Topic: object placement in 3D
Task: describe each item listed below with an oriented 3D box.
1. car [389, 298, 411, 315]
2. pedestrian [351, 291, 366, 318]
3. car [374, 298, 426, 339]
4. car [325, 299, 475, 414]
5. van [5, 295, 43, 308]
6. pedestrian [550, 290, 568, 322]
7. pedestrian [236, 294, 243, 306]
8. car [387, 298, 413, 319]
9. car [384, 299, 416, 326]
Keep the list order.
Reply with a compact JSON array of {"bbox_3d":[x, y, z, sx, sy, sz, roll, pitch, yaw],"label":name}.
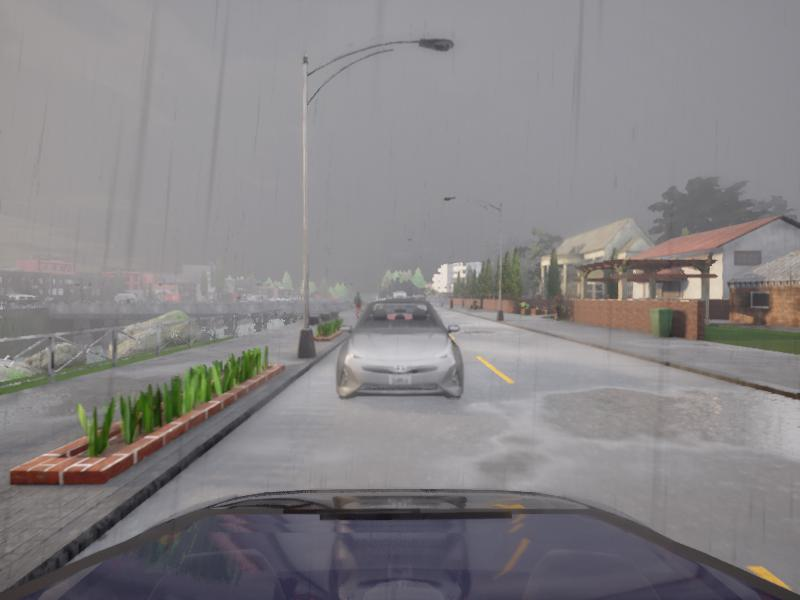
[{"bbox_3d":[0.004,0.558,37.727,1.882,1.535,5.008,0,0,0],"label":"car"},{"bbox_3d":[-2.963,0.331,28.502,0.751,1.860,0.751,0,0,36],"label":"pedestrian"},{"bbox_3d":[0.002,0.695,17.484,2.007,1.525,4.514,0,0,0],"label":"car"},{"bbox_3d":[0.001,0.759,7.638,2.007,1.525,4.514,0,0,0],"label":"car"},{"bbox_3d":[-61.673,0.199,65.707,2.069,2.038,4.480,0,0,0],"label":"van"},{"bbox_3d":[9.226,0.351,23.283,0.751,1.860,0.751,0,0,-1],"label":"pedestrian"},{"bbox_3d":[-25.368,-0.004,63.096,0.751,1.860,0.751,0,0,34],"label":"pedestrian"},{"bbox_3d":[0.003,0.604,30.985,1.845,1.501,3.633,0,0,0],"label":"car"},{"bbox_3d":[0.003,0.677,24.255,1.816,1.474,4.193,0,0,0],"label":"car"}]
